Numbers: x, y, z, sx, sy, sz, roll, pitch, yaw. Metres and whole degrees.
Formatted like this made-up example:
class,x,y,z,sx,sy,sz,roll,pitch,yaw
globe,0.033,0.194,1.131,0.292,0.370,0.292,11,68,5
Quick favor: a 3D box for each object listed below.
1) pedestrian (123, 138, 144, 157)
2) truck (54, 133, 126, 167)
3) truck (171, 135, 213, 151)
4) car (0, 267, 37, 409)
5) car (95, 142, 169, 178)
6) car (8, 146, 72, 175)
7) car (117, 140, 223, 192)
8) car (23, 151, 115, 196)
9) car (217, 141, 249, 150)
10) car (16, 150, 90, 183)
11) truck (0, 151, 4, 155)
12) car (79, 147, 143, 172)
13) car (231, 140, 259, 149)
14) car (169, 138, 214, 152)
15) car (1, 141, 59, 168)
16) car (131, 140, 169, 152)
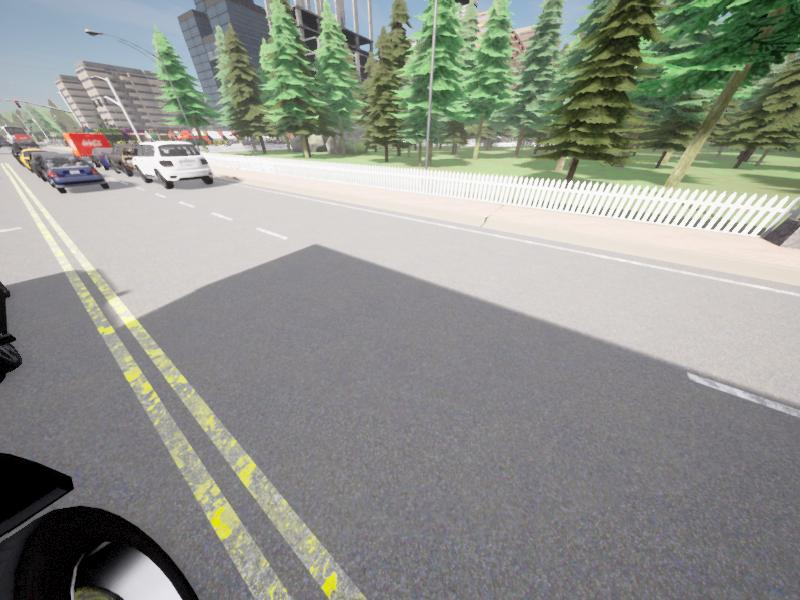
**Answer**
class,x,y,z,sx,sy,sz,roll,pitch,yaw
pedestrian,-31.688,-18.109,27.491,0.751,1.860,0.751,22,41,28
truck,-29.374,-14.326,21.913,5.204,2.467,2.627,22,40,27
truck,-41.362,-31.446,46.147,2.627,2.467,5.204,20,40,26
car,-6.037,0.220,2.301,3.806,1.475,1.970,22,41,28
car,-18.716,-9.858,16.154,4.605,1.855,1.932,22,40,27
car,-27.626,-10.827,17.730,5.366,1.575,1.801,22,40,27
car,-12.729,-7.552,12.775,5.566,2.045,2.150,22,40,27
car,-16.641,-6.461,11.628,3.705,1.549,1.789,22,40,27
car,-35.228,-32.797,48.911,2.038,1.542,4.974,21,40,26
car,-21.861,-8.497,14.552,4.193,1.474,1.816,22,40,27
truck,-58.382,-21.144,31.395,5.204,2.467,2.627,13,37,17
car,-24.110,-11.833,19.268,4.792,1.488,2.163,22,40,27
car,-35.781,-36.065,53.445,2.033,1.649,4.856,21,40,26
car,-39.274,-29.418,43.638,2.150,2.045,5.566,21,40,26
car,-33.442,-13.257,20.881,4.605,1.855,1.932,22,40,27
car,-45.113,-27.849,41.755,1.851,1.617,3.988,22,41,28
